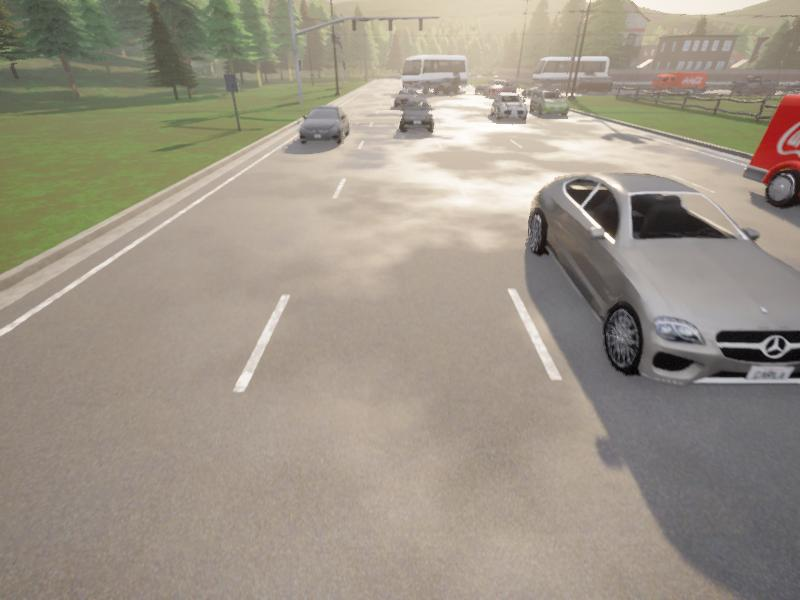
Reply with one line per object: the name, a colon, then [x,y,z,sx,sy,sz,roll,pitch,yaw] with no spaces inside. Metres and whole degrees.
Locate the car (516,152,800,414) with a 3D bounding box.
car: [3.506,-0.821,5.811,2.152,1.651,5.027,0,30,0]

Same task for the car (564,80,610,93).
car: [24.797,-28.413,53.180,4.792,1.488,2.163,-1,30,-2]

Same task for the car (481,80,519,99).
car: [11.286,-23.731,44.977,2.242,1.667,4.611,21,36,32]

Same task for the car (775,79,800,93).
car: [53.700,-28.565,53.400,5.008,1.535,1.882,0,30,0]

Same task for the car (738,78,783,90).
car: [53.515,-32.094,59.445,4.514,1.525,2.007,0,30,0]

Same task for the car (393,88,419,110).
car: [0.556,-17.149,34.001,1.994,1.385,4.181,2,30,4]

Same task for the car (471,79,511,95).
car: [11.362,-26.536,49.774,4.611,1.667,2.242,-21,36,-32]

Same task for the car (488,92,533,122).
car: [7.183,-12.804,26.463,1.970,1.475,3.806,1,30,2]

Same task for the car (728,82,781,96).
car: [41.845,-24.926,47.334,4.181,1.385,1.994,0,30,0]

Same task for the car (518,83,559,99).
car: [15.581,-23.571,45.000,4.181,1.385,1.994,-20,36,-31]

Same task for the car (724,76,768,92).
car: [48.660,-30.468,56.306,3.866,1.878,1.905,0,30,-1]

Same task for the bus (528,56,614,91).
bus: [24.709,-33.108,58.468,10.273,4.253,3.944,-1,30,-1]

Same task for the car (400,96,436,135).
car: [1.003,-10.062,21.695,1.789,1.549,3.705,2,30,3]

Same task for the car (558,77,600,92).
car: [25.043,-30.277,56.181,4.611,1.667,2.242,-1,30,-1]

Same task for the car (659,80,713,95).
car: [35.857,-26.736,50.285,4.902,1.511,2.128,0,30,0]

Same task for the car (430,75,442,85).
car: [7.042,-43.465,78.829,1.801,1.575,5.366,0,30,0]

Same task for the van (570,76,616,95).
van: [24.061,-26.855,50.013,4.442,1.987,1.775,-1,30,-2]

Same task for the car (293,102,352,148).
car: [-3.471,-8.340,18.851,1.812,1.442,4.674,0,30,0]

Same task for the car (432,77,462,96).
car: [5.685,-25.743,48.193,1.905,1.878,3.866,19,35,29]

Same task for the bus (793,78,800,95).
bus: [53.549,-26.138,46.570,10.273,4.253,3.944,1,30,-1]

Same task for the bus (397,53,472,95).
bus: [4.599,-29.124,51.632,3.944,4.253,10.273,23,38,37]

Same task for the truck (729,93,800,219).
truck: [10.512,-2.772,8.313,2.627,2.467,5.204,0,30,0]

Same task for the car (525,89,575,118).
car: [10.745,-14.331,29.028,2.007,1.525,4.514,1,30,2]

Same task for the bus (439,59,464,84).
bus: [10.671,-48.472,84.752,3.944,4.253,10.273,0,30,0]

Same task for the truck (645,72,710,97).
truck: [32.525,-25.367,47.008,5.204,2.467,2.627,0,30,-1]
